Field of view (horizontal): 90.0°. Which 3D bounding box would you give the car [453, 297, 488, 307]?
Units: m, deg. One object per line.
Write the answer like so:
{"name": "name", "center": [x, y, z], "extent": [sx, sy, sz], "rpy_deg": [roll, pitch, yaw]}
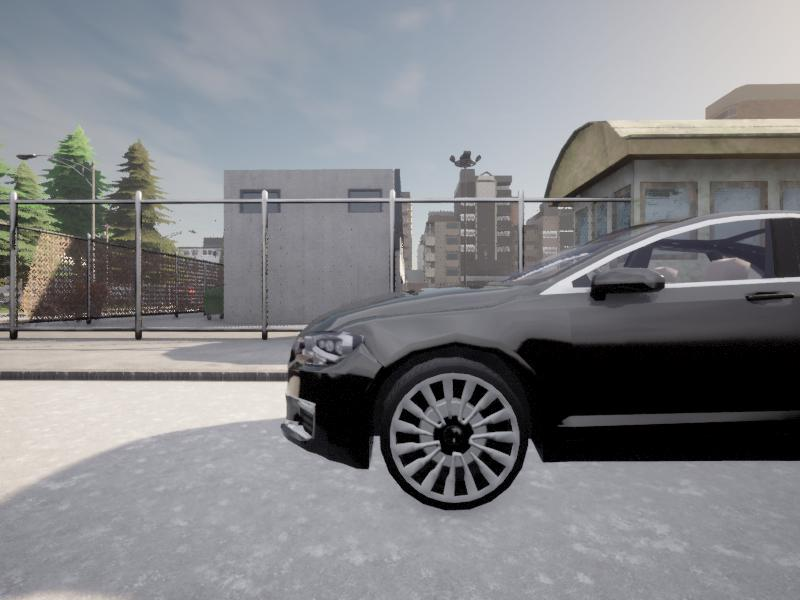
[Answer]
{"name": "car", "center": [9.808, 0.270, 56.091], "extent": [4.674, 1.442, 1.812], "rpy_deg": [0, 0, 1]}

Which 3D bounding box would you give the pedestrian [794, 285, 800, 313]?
{"name": "pedestrian", "center": [26.136, -0.067, 25.759], "extent": [0.751, 1.860, 0.751], "rpy_deg": [0, 0, -5]}

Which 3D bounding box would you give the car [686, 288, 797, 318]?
{"name": "car", "center": [17.629, 0.159, 20.794], "extent": [4.193, 1.474, 1.816], "rpy_deg": [0, 0, 1]}

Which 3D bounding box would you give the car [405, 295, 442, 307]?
{"name": "car", "center": [3.273, 0.171, 56.275], "extent": [5.238, 1.638, 1.930], "rpy_deg": [0, 0, 2]}

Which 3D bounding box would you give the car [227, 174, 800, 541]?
{"name": "car", "center": [1.742, 0.236, 2.706], "extent": [4.902, 1.511, 2.128], "rpy_deg": [0, 0, 1]}

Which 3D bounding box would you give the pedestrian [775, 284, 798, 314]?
{"name": "pedestrian", "center": [24.650, -0.067, 25.510], "extent": [0.751, 1.860, 0.751], "rpy_deg": [0, 0, 5]}

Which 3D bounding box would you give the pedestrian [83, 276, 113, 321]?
{"name": "pedestrian", "center": [-12.749, -0.075, 16.915], "extent": [0.751, 1.860, 0.751], "rpy_deg": [0, 0, -7]}

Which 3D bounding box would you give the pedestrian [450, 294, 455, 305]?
{"name": "pedestrian", "center": [8.377, -0.067, 63.537], "extent": [0.751, 1.860, 0.751], "rpy_deg": [0, 0, 11]}

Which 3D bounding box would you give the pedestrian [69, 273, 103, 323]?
{"name": "pedestrian", "center": [-12.164, -0.075, 15.510], "extent": [0.751, 1.860, 0.751], "rpy_deg": [0, 0, 2]}
